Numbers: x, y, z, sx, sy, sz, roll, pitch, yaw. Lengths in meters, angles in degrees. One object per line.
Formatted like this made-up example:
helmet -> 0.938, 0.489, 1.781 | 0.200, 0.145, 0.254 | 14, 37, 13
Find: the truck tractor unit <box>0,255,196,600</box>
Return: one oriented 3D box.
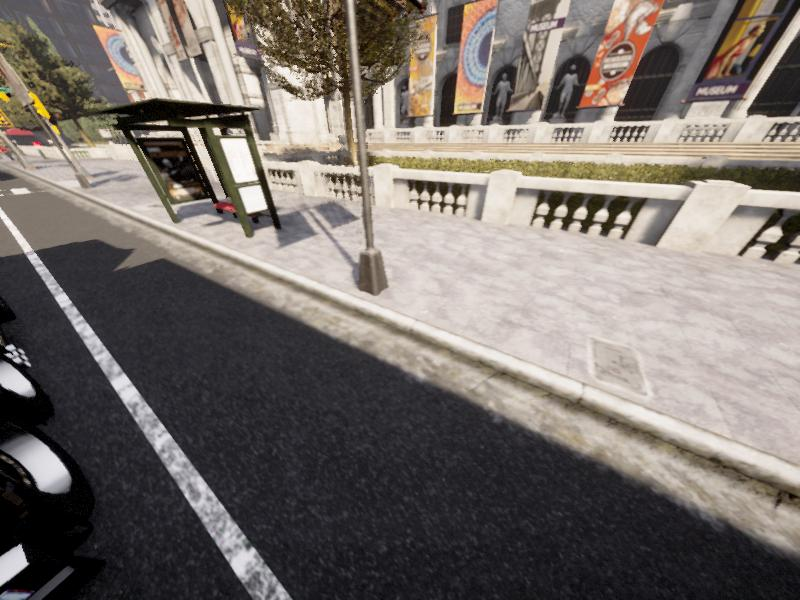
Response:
truck tractor unit -> -5.101, -0.310, 0.800 | 6.516, 4.208, 3.053 | 19, 39, 25
